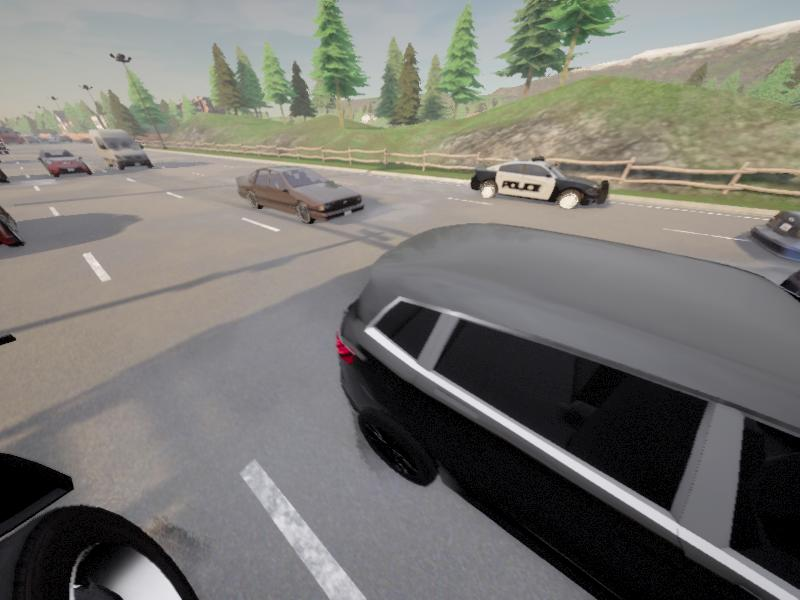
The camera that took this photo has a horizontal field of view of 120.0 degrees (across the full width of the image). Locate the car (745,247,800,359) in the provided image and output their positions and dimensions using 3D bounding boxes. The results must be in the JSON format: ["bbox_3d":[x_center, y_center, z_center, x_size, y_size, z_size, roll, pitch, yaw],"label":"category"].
[{"bbox_3d":[6.891,0.412,2.069,3.633,1.501,1.845,22,41,28],"label":"car"}]

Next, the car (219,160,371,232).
[{"bbox_3d":[-3.788,-3.923,8.204,5.357,1.411,2.033,22,41,28],"label":"car"}]

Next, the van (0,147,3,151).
[{"bbox_3d":[-67.444,-25.576,37.271,6.366,2.431,2.351,23,41,28],"label":"van"}]

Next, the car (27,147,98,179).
[{"bbox_3d":[-22.010,-9.000,15.077,3.633,1.501,1.845,22,41,28],"label":"car"}]

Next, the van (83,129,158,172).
[{"bbox_3d":[-22.464,-12.066,18.539,5.915,2.561,1.988,22,41,28],"label":"van"}]

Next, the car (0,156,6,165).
[{"bbox_3d":[-37.911,-13.049,20.680,4.792,1.488,2.163,22,41,28],"label":"car"}]

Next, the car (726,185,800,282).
[{"bbox_3d":[10.177,-0.652,3.726,5.357,1.411,2.033,22,41,28],"label":"car"}]

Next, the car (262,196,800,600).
[{"bbox_3d":[1.730,0.703,1.481,4.611,1.667,2.242,22,41,28],"label":"car"}]

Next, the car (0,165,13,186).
[{"bbox_3d":[-23.581,-7.215,12.455,5.027,1.651,2.152,22,41,28],"label":"car"}]

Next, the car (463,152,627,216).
[{"bbox_3d":[5.664,-5.079,9.728,5.238,1.638,1.930,23,41,27],"label":"car"}]

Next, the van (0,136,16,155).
[{"bbox_3d":[-53.101,-19.937,29.785,4.480,2.038,2.069,14,38,19],"label":"van"}]

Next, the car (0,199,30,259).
[{"bbox_3d":[-10.914,-1.903,5.293,4.181,1.385,1.994,22,41,28],"label":"car"}]
